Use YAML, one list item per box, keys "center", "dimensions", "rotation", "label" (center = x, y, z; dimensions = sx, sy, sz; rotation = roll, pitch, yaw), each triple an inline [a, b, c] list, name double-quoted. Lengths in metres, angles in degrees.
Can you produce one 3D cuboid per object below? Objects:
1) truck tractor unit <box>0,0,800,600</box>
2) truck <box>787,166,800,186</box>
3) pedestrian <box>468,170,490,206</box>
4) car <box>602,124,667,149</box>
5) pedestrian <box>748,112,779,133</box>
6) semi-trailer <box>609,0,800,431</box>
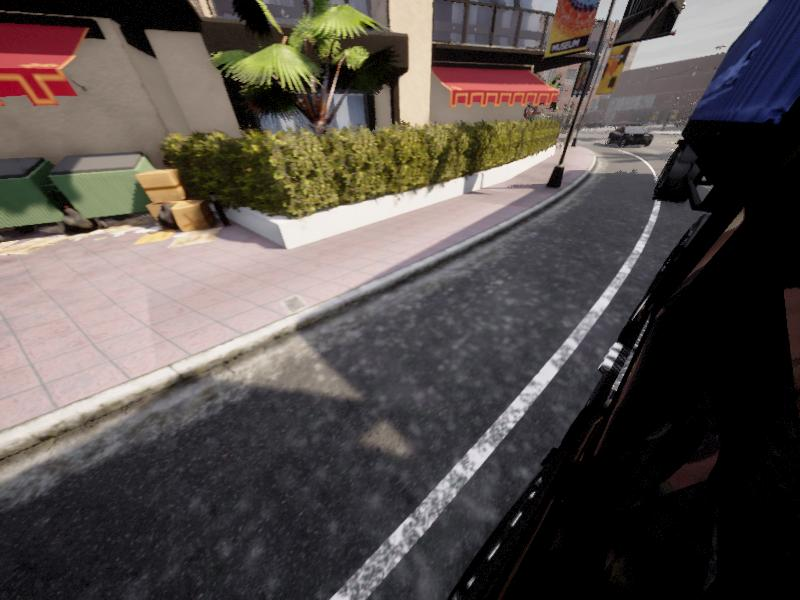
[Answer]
- center: [2.645, -0.295, 0.352]
  dimensions: [6.516, 4.208, 3.053]
  rotation: [-28, 44, -30]
  label: "truck tractor unit"
- center: [13.920, -3.502, 5.759]
  dimensions: [2.390, 2.098, 6.274]
  rotation: [24, 44, 31]
  label: "truck"
- center: [4.837, -6.894, 14.251]
  dimensions: [0.751, 1.860, 0.751]
  rotation: [22, 43, 29]
  label: "pedestrian"
- center: [20.513, -14.652, 20.598]
  dimensions: [1.930, 1.638, 5.238]
  rotation: [9, 38, 14]
  label: "car"
- center: [40.737, -19.865, 25.918]
  dimensions: [0.751, 1.860, 0.751]
  rotation: [5, 38, 10]
  label: "pedestrian"
- center: [8.157, -3.921, 4.703]
  dimensions: [2.717, 4.402, 14.254]
  rotation: [28, 46, 33]
  label: "semi-trailer"
